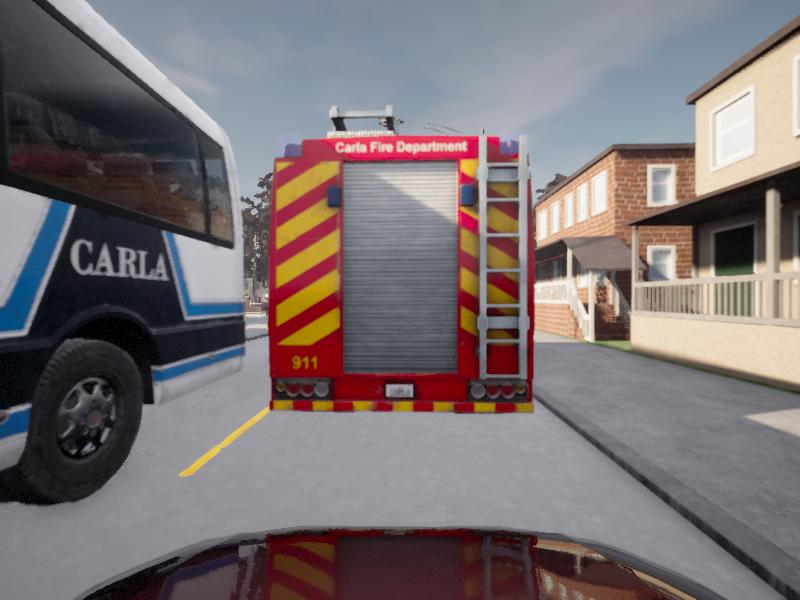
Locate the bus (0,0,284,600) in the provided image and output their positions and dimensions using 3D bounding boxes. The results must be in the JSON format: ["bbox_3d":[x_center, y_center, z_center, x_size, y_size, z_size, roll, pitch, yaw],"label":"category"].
[{"bbox_3d":[-3.852,-0.536,1.063,3.944,4.253,10.273,0,0,1],"label":"bus"}]

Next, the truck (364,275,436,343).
[{"bbox_3d":[0.172,0.317,17.323,2.627,2.467,5.204,0,0,4],"label":"truck"}]

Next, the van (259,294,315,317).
[{"bbox_3d":[-10.154,0.490,36.243,4.480,2.038,2.069,0,0,3],"label":"van"}]

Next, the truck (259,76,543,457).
[{"bbox_3d":[0.145,-0.340,8.300,2.891,3.827,8.468,0,0,2],"label":"truck"}]
